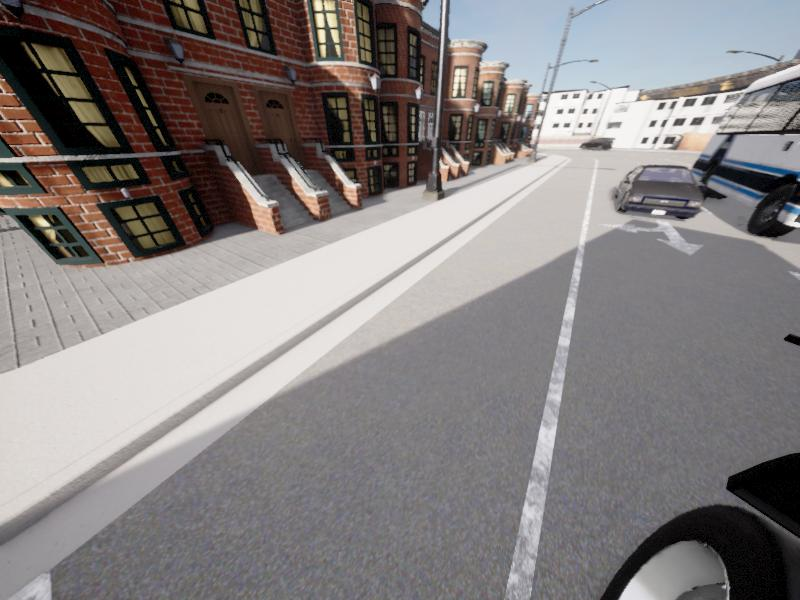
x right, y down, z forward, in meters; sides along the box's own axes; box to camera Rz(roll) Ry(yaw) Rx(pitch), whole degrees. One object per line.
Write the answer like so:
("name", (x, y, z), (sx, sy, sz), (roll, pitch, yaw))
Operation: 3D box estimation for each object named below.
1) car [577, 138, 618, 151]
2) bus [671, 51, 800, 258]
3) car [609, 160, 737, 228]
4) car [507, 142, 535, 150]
("car", (39.240, -31.072, 46.137), (2.150, 2.045, 5.566), (-15, 37, -19))
("bus", (13.024, -4.676, 6.727), (3.944, 4.253, 10.273), (22, 41, 29))
("car", (9.653, -4.316, 8.789), (2.033, 1.411, 5.357), (22, 41, 29))
("car", (28.460, -36.374, 54.565), (5.357, 1.411, 2.033), (27, 43, 34))
